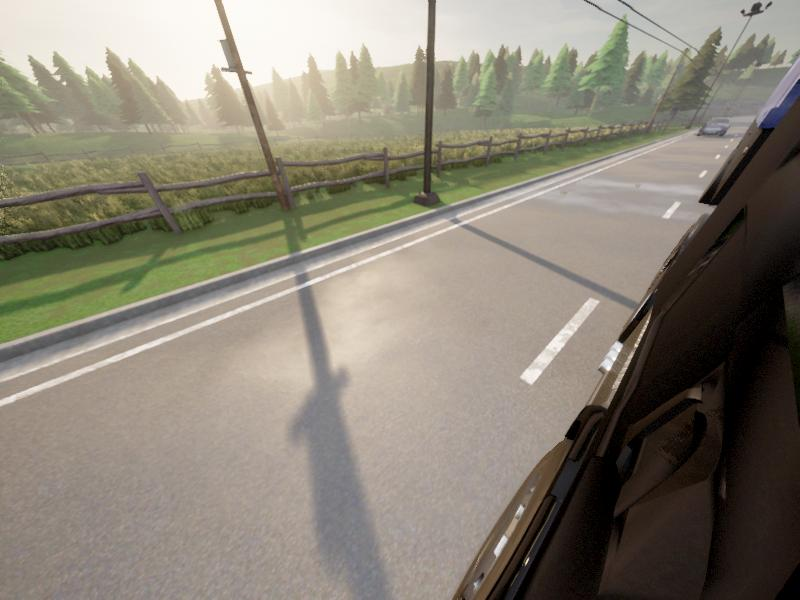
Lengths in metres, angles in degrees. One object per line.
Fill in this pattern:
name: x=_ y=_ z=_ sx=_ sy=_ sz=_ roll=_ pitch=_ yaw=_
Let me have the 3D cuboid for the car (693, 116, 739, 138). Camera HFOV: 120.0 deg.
car: x=33.078 y=-18.120 z=24.196 sx=4.856 sy=1.649 sz=2.033 roll=-28 pitch=44 yaw=-29

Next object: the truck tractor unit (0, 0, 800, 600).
truck tractor unit: x=2.645 y=-0.295 z=0.352 sx=6.516 sy=4.208 sz=3.053 roll=-28 pitch=44 yaw=-30

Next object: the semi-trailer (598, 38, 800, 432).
semi-trailer: x=8.705 y=-3.612 z=4.205 sx=14.254 sy=4.402 sz=2.717 roll=-28 pitch=44 yaw=-30

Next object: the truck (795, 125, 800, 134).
truck: x=42.351 y=-17.934 z=22.627 sx=5.204 sy=2.467 sz=2.627 roll=-28 pitch=44 yaw=-30
